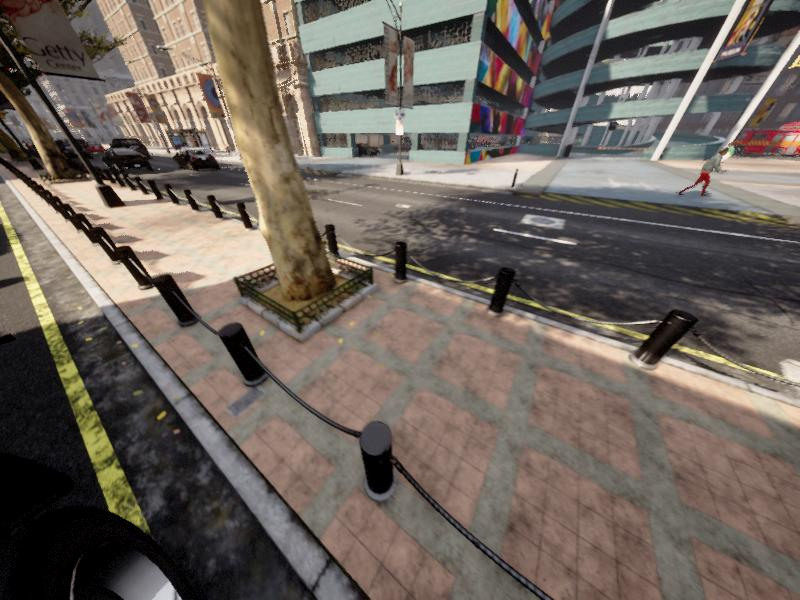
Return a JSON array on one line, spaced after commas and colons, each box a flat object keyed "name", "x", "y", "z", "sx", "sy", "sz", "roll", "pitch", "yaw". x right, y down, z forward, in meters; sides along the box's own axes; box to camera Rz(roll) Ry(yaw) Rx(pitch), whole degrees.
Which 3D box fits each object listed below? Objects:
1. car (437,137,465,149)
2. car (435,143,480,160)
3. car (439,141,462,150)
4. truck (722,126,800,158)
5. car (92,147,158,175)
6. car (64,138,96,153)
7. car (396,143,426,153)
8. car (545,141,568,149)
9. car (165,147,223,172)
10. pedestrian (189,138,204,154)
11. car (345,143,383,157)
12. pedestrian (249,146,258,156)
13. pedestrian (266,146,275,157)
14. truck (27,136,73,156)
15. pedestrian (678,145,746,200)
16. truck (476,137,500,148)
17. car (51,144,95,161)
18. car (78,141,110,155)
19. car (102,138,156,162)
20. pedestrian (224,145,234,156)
[{"name": "car", "x": 11.351, "y": -35.179, "z": 51.783, "sx": 5.566, "sy": 2.045, "sz": 2.435, "roll": 21, "pitch": 40, "yaw": 27}, {"name": "car", "x": 7.068, "y": -18.607, "z": 28.841, "sx": 4.902, "sy": 1.511, "sz": 2.128, "roll": 21, "pitch": 40, "yaw": 27}, {"name": "car", "x": 11.300, "y": -34.878, "z": 52.035, "sx": 4.514, "sy": 1.523, "sz": 2.007, "roll": 21, "pitch": 40, "yaw": 27}, {"name": "truck", "x": 59.974, "y": -25.536, "z": 37.267, "sx": 2.891, "sy": 3.827, "sz": 8.468, "roll": -3, "pitch": 35, "yaw": -5}, {"name": "car", "x": -20.883, "y": -10.638, "z": 17.542, "sx": 4.892, "sy": 1.490, "sz": 1.837, "roll": 21, "pitch": 40, "yaw": 27}, {"name": "car", "x": -52.364, "y": -25.320, "z": 37.801, "sx": 3.866, "sy": 1.878, "sz": 1.905, "roll": 21, "pitch": 40, "yaw": 27}, {"name": "car", "x": 1.859, "y": -25.697, "z": 39.013, "sx": 4.718, "sy": 1.301, "sz": 1.895, "roll": 21, "pitch": 40, "yaw": 27}, {"name": "car", "x": 41.021, "y": -40.503, "z": 60.417, "sx": 4.514, "sy": 1.525, "sz": 2.007, "roll": 24, "pitch": 41, "yaw": 29}, {"name": "car", "x": -16.643, "y": -11.417, "z": 18.695, "sx": 3.806, "sy": 1.475, "sz": 1.970, "roll": 21, "pitch": 40, "yaw": 27}, {"name": "pedestrian", "x": -28.605, "y": -21.647, "z": 32.476, "sx": 0.751, "sy": 1.860, "sz": 0.751, "roll": 27, "pitch": 43, "yaw": 32}, {"name": "car", "x": -4.875, "y": -20.314, "z": 31.239, "sx": 4.786, "sy": 1.482, "sz": 2.161, "roll": 21, "pitch": 40, "yaw": 27}, {"name": "pedestrian", "x": -18.568, "y": -18.910, "z": 29.331, "sx": 0.500, "sy": 1.100, "sz": 0.500, "roll": 23, "pitch": 41, "yaw": 29}, {"name": "pedestrian", "x": -16.202, "y": -18.651, "z": 28.981, "sx": 0.500, "sy": 1.100, "sz": 0.500, "roll": 14, "pitch": 37, "yaw": 18}, {"name": "truck", "x": -49.977, "y": -22.079, "z": 33.020, "sx": 6.274, "sy": 2.098, "sz": 2.390, "roll": 21, "pitch": 40, "yaw": 27}, {"name": "pedestrian", "x": 12.698, "y": -5.231, "z": 9.506, "sx": 0.751, "sy": 1.860, "sz": 0.751, "roll": 23, "pitch": 41, "yaw": 29}, {"name": "truck", "x": 24.876, "y": -44.720, "z": 65.392, "sx": 5.204, "sy": 2.467, "sz": 2.627, "roll": 21, "pitch": 40, "yaw": 27}, {"name": "car", "x": -37.637, "y": -17.032, "z": 26.593, "sx": 4.181, "sy": 1.385, "sz": 1.994, "roll": 21, "pitch": 40, "yaw": 27}, {"name": "car", "x": -44.802, "y": -22.282, "z": 33.823, "sx": 3.705, "sy": 1.549, "sz": 1.789, "roll": 21, "pitch": 40, "yaw": 27}, {"name": "car", "x": -30.487, "y": -16.977, "z": 25.981, "sx": 5.566, "sy": 2.045, "sz": 2.150, "roll": 21, "pitch": 40, "yaw": 27}, {"name": "pedestrian", "x": -22.232, "y": -19.403, "z": 30.001, "sx": 0.500, "sy": 1.100, "sz": 0.500, "roll": 18, "pitch": 39, "yaw": 24}]
